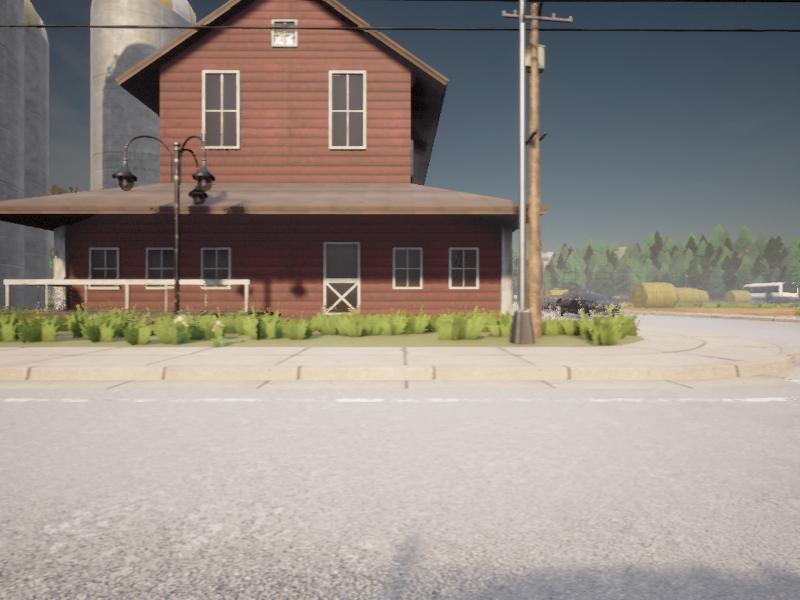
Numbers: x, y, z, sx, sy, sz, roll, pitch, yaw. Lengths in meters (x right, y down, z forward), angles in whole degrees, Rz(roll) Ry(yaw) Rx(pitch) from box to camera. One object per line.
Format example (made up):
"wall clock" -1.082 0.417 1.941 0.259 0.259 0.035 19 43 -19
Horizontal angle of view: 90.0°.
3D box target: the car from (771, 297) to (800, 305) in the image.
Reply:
"car" 69.460 0.237 71.188 2.033 1.411 5.357 0 0 3

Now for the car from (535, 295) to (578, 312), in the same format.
"car" 13.451 0.278 34.683 1.994 1.385 4.181 0 0 -1

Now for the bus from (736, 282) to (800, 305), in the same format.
"bus" 73.312 -1.190 80.093 3.944 4.253 10.273 0 0 3

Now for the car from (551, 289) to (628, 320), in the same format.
"car" 10.136 0.216 21.855 1.837 1.490 4.892 0 0 -1

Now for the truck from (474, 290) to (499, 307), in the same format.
"truck" 13.080 -0.277 60.836 2.627 2.467 5.204 0 0 -1
